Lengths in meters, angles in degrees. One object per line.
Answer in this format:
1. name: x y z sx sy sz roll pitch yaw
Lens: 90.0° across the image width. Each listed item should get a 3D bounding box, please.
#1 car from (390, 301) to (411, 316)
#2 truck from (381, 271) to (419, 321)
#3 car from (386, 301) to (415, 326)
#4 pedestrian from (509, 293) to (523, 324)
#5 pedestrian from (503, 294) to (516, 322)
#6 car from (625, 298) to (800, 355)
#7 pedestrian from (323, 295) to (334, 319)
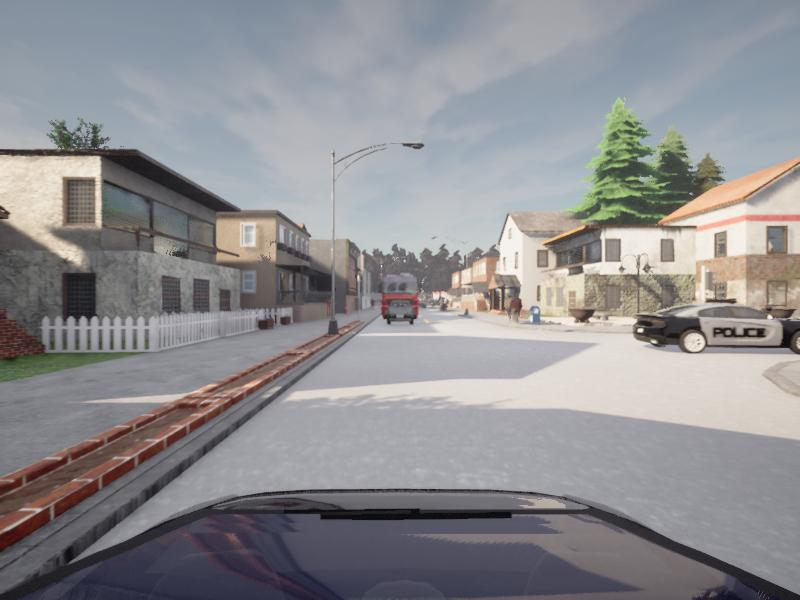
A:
1. car: 0.006 0.862 43.592 2.163 1.488 4.792 0 0 0
2. truck: 0.000 -0.311 35.084 2.891 3.827 8.468 0 0 0
3. car: 0.014 0.822 26.807 1.789 1.549 3.705 0 0 0
4. pedestrian: 7.213 0.531 24.849 0.751 1.860 0.751 0 0 10
5. pedestrian: 7.406 0.532 26.962 0.751 1.860 0.751 0 0 7
6. car: 10.267 0.775 12.557 5.238 1.638 1.930 0 0 5
7. pedestrian: -5.706 0.541 32.150 0.751 1.860 0.751 0 0 0
